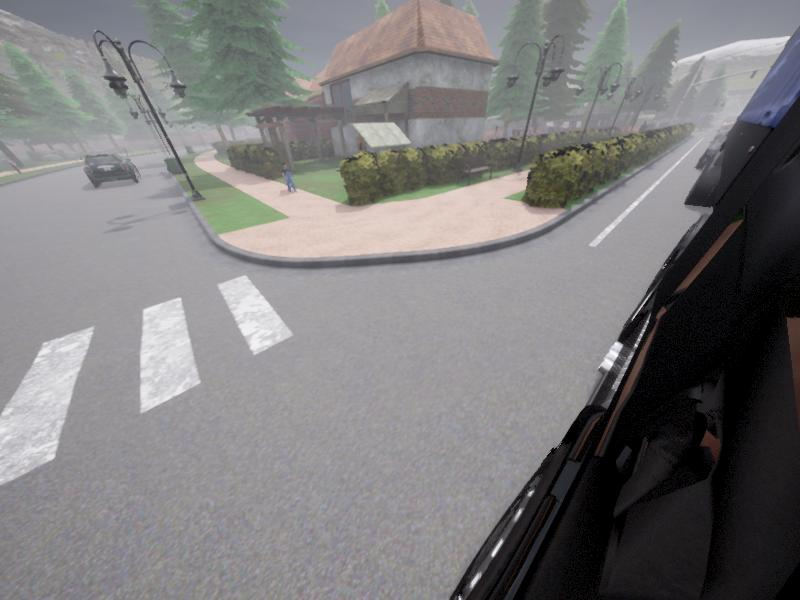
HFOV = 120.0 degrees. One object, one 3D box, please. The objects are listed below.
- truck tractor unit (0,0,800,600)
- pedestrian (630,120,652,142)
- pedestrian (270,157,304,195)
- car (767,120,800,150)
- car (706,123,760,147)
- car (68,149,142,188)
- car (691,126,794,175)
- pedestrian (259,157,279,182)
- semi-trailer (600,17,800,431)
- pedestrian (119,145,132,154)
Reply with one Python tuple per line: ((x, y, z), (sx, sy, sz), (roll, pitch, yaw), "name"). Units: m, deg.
((2.645, -0.295, 0.352), (6.516, 4.208, 3.053), (-28, 44, -30), "truck tractor unit")
((25.362, -17.786, 24.341), (0.751, 1.860, 0.751), (16, 40, 23), "pedestrian")
((-4.817, -5.293, 9.884), (0.751, 1.300, 0.751), (29, 47, 35), "pedestrian")
((30.081, -12.295, 17.145), (4.611, 1.667, 2.242), (-29, 44, -32), "car")
((30.063, -15.030, 20.965), (4.902, 1.511, 2.128), (-29, 44, -32), "car")
((-19.228, -8.870, 15.362), (2.097, 1.767, 4.553), (-29, 44, -31), "car")
((16.819, -7.596, 11.570), (4.856, 1.649, 2.033), (-29, 44, -32), "car")
((-7.217, -7.218, 12.764), (0.500, 1.100, 0.500), (-31, 45, -33), "pedestrian")
((8.583, -3.659, 4.370), (14.254, 4.402, 2.717), (-29, 44, -31), "semi-trailer")
((-50.097, -27.422, 42.146), (0.751, 1.300, 0.751), (-11, 37, -12), "pedestrian")
